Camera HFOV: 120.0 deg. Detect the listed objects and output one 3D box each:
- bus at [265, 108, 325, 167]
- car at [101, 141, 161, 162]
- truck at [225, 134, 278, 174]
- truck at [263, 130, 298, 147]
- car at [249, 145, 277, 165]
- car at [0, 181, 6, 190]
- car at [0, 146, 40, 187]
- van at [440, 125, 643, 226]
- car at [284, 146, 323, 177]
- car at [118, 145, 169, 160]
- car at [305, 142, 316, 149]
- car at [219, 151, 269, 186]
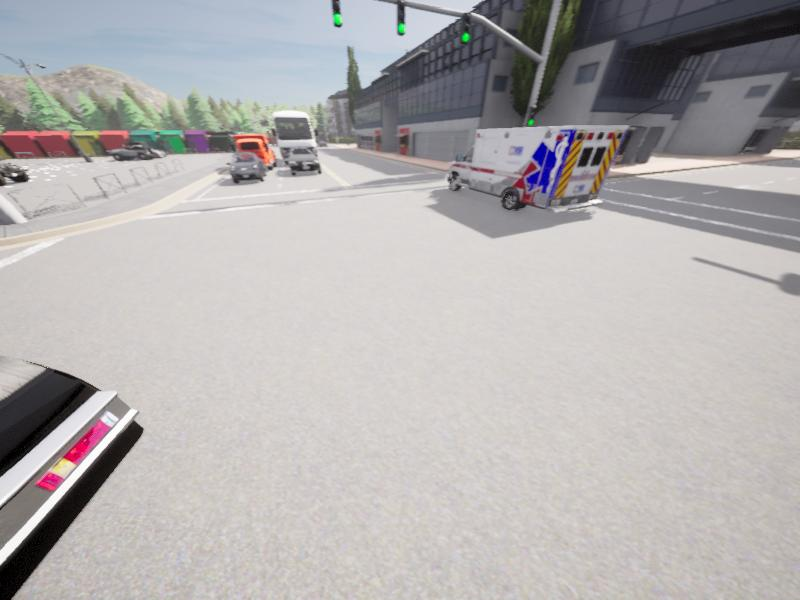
[{"bbox_3d":[-11.070,-17.213,24.653,3.944,4.253,10.273,-13,37,-17],"label":"bus"},{"bbox_3d":[-31.920,-17.750,27.578,3.866,1.878,1.905,-14,38,-18],"label":"car"},{"bbox_3d":[-12.235,-12.467,19.541,2.627,2.467,5.204,-13,37,-17],"label":"truck"},{"bbox_3d":[-35.333,-47.840,68.507,8.468,3.827,2.891,6,36,9],"label":"truck"},{"bbox_3d":[-14.951,-16.100,25.465,1.801,1.575,5.366,-13,37,-17],"label":"car"},{"bbox_3d":[-23.203,-5.792,10.606,4.605,1.855,1.932,-14,38,-18],"label":"car"},{"bbox_3d":[-24.275,-7.339,12.805,3.866,1.878,1.905,-14,38,-18],"label":"car"},{"bbox_3d":[4.355,-5.212,9.074,2.351,2.431,6.366,-14,38,-18],"label":"van"},{"bbox_3d":[-7.560,-10.833,17.889,2.152,1.651,5.027,-14,38,-18],"label":"car"},{"bbox_3d":[-33.030,-19.095,29.902,3.806,1.475,1.970,-14,38,-18],"label":"car"},{"bbox_3d":[-20.769,-35.714,53.382,1.895,1.301,4.718,-13,37,-17],"label":"car"},{"bbox_3d":[-9.691,-8.451,14.661,1.845,1.501,3.633,-14,37,-18],"label":"car"}]
